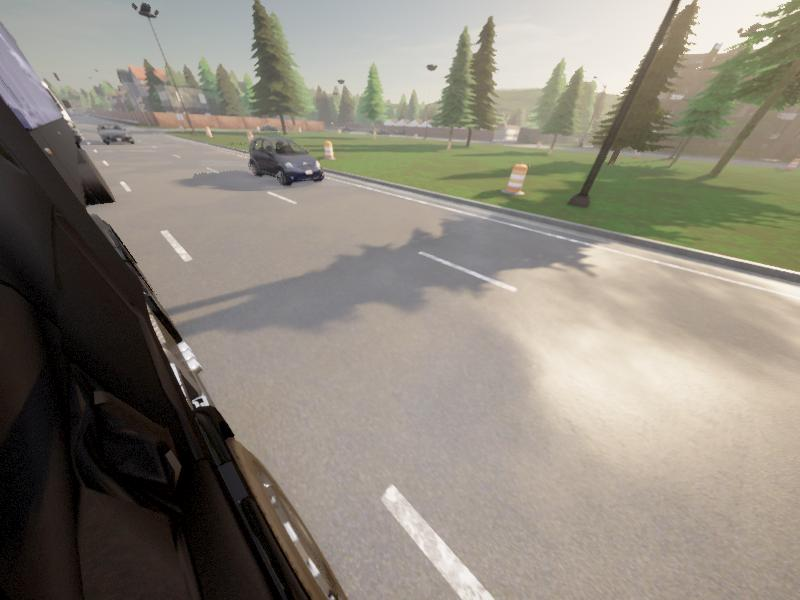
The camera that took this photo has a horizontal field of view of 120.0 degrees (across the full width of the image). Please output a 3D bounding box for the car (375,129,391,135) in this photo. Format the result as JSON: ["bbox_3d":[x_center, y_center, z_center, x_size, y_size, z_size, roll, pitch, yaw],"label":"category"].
[{"bbox_3d":[-5.285,-52.709,72.453,4.902,1.511,2.128,29,44,31],"label":"car"}]

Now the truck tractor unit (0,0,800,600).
[{"bbox_3d":[-2.645,-0.295,0.351,6.516,4.208,3.053,28,44,30],"label":"truck tractor unit"}]

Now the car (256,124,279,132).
[{"bbox_3d":[-30.515,-39.594,53.224,1.970,1.475,3.806,26,43,28],"label":"car"}]

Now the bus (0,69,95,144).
[{"bbox_3d":[-31.331,-16.484,20.009,10.273,4.253,3.944,29,44,31],"label":"bus"}]

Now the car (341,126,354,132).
[{"bbox_3d":[-19.632,-63.739,86.040,4.856,1.649,2.033,29,44,31],"label":"car"}]

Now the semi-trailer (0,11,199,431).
[{"bbox_3d":[-8.549,-3.712,4.357,14.254,4.402,2.717,30,44,31],"label":"semi-trailer"}]

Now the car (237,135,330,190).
[{"bbox_3d":[-5.210,-6.268,10.338,3.988,1.617,1.851,29,44,31],"label":"car"}]

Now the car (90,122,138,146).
[{"bbox_3d":[-24.492,-14.215,19.757,4.193,1.474,1.816,29,44,31],"label":"car"}]

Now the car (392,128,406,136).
[{"bbox_3d":[-0.294,-55.680,76.394,4.605,1.855,1.932,29,44,31],"label":"car"}]

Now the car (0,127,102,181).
[{"bbox_3d":[-15.509,-6.630,10.217,4.902,1.511,2.128,29,46,31],"label":"car"}]
